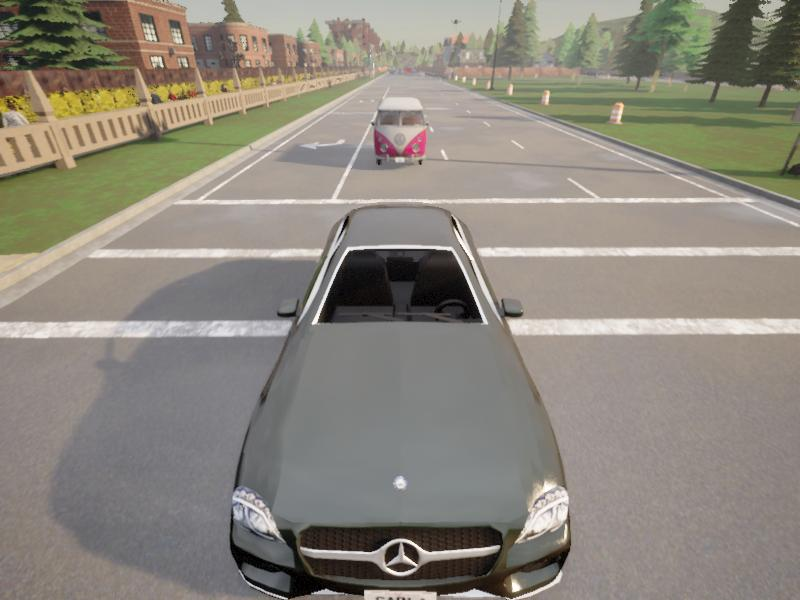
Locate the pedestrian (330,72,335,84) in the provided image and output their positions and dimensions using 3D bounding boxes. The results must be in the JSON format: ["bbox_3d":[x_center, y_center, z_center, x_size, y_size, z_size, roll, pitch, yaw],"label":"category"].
[{"bbox_3d":[-12.655,-41.598,74.890,0.751,1.860,0.751,-1,30,-1],"label":"pedestrian"}]

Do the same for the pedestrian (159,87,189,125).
[{"bbox_3d":[-12.414,-10.668,22.029,0.751,1.860,0.751,1,30,1],"label":"pedestrian"}]

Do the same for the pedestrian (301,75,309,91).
[{"bbox_3d":[-12.497,-28.625,52.715,0.751,1.860,0.751,0,30,0],"label":"pedestrian"}]

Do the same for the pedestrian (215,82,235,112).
[{"bbox_3d":[-12.378,-14.349,28.320,0.751,1.860,0.751,0,30,0],"label":"pedestrian"}]

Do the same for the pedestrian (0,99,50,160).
[{"bbox_3d":[-13.213,-5.905,13.890,0.751,1.860,0.751,-1,30,-1],"label":"pedestrian"}]

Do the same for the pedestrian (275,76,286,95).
[{"bbox_3d":[-13.470,-24.138,45.047,0.751,1.860,0.751,0,30,0],"label":"pedestrian"}]

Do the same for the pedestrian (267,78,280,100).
[{"bbox_3d":[-12.358,-20.610,39.019,0.751,1.860,0.751,0,30,1],"label":"pedestrian"}]

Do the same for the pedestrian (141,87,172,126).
[{"bbox_3d":[-13.299,-10.589,21.894,0.751,1.860,0.751,1,30,1],"label":"pedestrian"}]

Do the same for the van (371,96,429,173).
[{"bbox_3d":[0.000,-6.152,14.536,1.775,1.987,4.442,0,31,0],"label":"van"}]

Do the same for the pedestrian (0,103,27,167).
[{"bbox_3d":[-13.153,-5.328,12.905,0.751,1.860,0.751,-1,30,-1],"label":"pedestrian"}]

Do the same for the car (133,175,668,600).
[{"bbox_3d":[0.002,0.112,4.197,2.152,1.651,5.027,0,30,0],"label":"car"}]

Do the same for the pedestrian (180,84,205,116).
[{"bbox_3d":[-13.539,-13.073,26.140,0.751,1.860,0.751,1,30,1],"label":"pedestrian"}]
